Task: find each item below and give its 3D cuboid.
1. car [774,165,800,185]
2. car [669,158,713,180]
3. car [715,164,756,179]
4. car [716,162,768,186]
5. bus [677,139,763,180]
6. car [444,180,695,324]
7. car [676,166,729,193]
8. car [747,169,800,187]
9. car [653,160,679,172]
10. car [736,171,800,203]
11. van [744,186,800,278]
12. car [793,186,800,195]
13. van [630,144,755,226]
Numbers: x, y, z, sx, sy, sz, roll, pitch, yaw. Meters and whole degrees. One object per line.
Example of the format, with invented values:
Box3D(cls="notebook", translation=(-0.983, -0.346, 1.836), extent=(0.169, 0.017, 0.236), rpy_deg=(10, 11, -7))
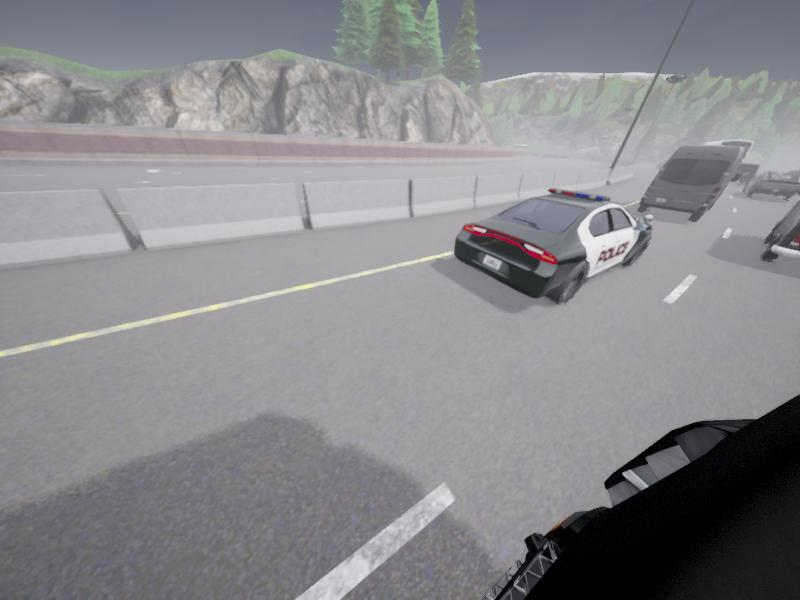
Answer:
Box3D(cls="car", translation=(48.027, -14.864, 27.539), extent=(1.932, 1.855, 4.605), rpy_deg=(26, 40, 30))
Box3D(cls="car", translation=(36.041, -16.426, 28.834), extent=(2.150, 2.045, 5.566), rpy_deg=(27, 41, 31))
Box3D(cls="car", translation=(49.783, -19.205, 34.385), extent=(2.007, 1.525, 4.514), rpy_deg=(24, 40, 28))
Box3D(cls="car", translation=(35.927, -13.359, 24.439), extent=(1.905, 1.878, 3.866), rpy_deg=(29, 42, 33))
Box3D(cls="bus", translation=(45.465, -20.521, 33.587), extent=(3.944, 4.253, 10.273), rpy_deg=(25, 40, 29))
Box3D(cls="car", translation=(3.604, -1.462, 4.889), extent=(4.974, 1.542, 2.038), rpy_deg=(-18, 39, -28))
Box3D(cls="car", translation=(24.756, -10.028, 19.051), extent=(4.514, 1.525, 2.007), rpy_deg=(-26, 43, -35))
Box3D(cls="car", translation=(42.192, -13.917, 26.245), extent=(1.895, 1.301, 4.718), rpy_deg=(27, 41, 31))
Box3D(cls="car", translation=(46.527, -23.562, 40.509), extent=(1.851, 1.617, 3.988), rpy_deg=(23, 39, 27))
Box3D(cls="car", translation=(26.566, -8.223, 16.529), extent=(4.902, 1.511, 2.128), rpy_deg=(-26, 43, -35))
Box3D(cls="van", translation=(11.195, -1.937, 5.693), extent=(4.480, 2.038, 2.069), rpy_deg=(-21, 41, -29))
Box3D(cls="car", translation=(32.537, -8.503, 17.404), extent=(4.193, 1.474, 1.816), rpy_deg=(-27, 44, -36))
Box3D(cls="van", translation=(13.175, -5.308, 10.352), extent=(5.915, 2.561, 1.988), rpy_deg=(-21, 41, -31))
